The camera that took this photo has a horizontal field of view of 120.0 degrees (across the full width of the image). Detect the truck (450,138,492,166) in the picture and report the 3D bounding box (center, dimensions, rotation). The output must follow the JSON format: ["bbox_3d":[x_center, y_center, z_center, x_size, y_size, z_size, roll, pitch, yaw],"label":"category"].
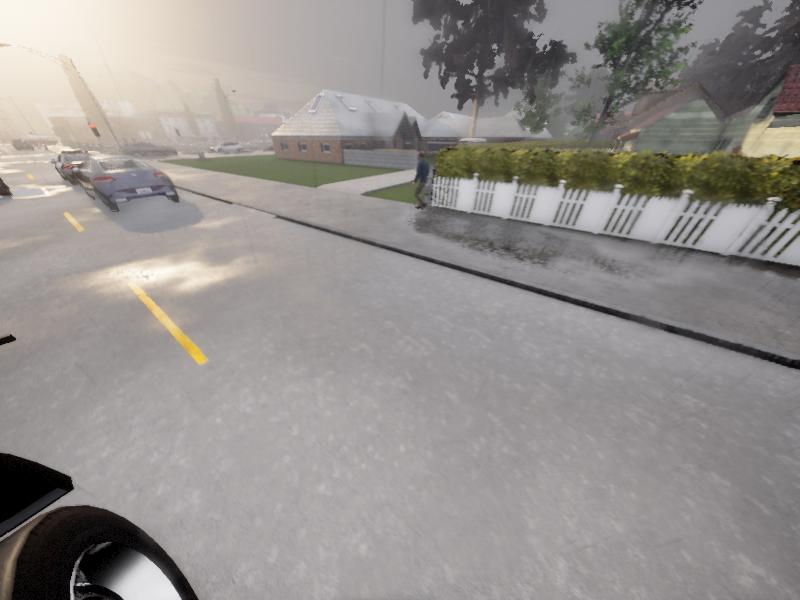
[{"bbox_3d":[6.759,-14.050,21.804,2.069,2.038,4.478,22,41,28],"label":"truck"}]

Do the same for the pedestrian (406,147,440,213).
[{"bbox_3d":[0.732,-4.026,7.796,0.751,1.860,0.751,22,41,28],"label":"pedestrian"}]

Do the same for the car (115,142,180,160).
[{"bbox_3d":[-30.260,-18.053,27.871,2.033,1.649,4.856,26,43,31],"label":"car"}]

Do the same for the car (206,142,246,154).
[{"bbox_3d":[-27.507,-24.203,36.712,2.007,1.525,4.514,22,41,28],"label":"car"}]

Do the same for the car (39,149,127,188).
[{"bbox_3d":[-18.548,-7.818,13.526,4.974,1.542,2.038,22,41,28],"label":"car"}]

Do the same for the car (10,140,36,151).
[{"bbox_3d":[-67.177,-27.545,41.171,4.193,1.474,1.816,22,41,28],"label":"car"}]

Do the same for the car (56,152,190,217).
[{"bbox_3d":[-11.160,-4.853,9.302,5.027,1.651,2.152,22,41,28],"label":"car"}]

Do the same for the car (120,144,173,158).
[{"bbox_3d":[-33.115,-19.584,30.247,1.994,1.385,4.181,23,41,29],"label":"car"}]

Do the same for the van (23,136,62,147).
[{"bbox_3d":[-86.717,-38.567,56.163,4.480,2.038,2.069,-24,42,-30],"label":"van"}]

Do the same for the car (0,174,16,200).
[{"bbox_3d":[-19.119,-5.297,9.823,4.611,1.667,2.242,22,41,28],"label":"car"}]

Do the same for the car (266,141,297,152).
[{"bbox_3d":[-22.052,-28.683,43.114,2.007,1.525,4.514,22,41,28],"label":"car"}]

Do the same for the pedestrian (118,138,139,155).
[{"bbox_3d":[-35.634,-20.153,30.353,0.751,1.860,0.751,2,35,2],"label":"pedestrian"}]
